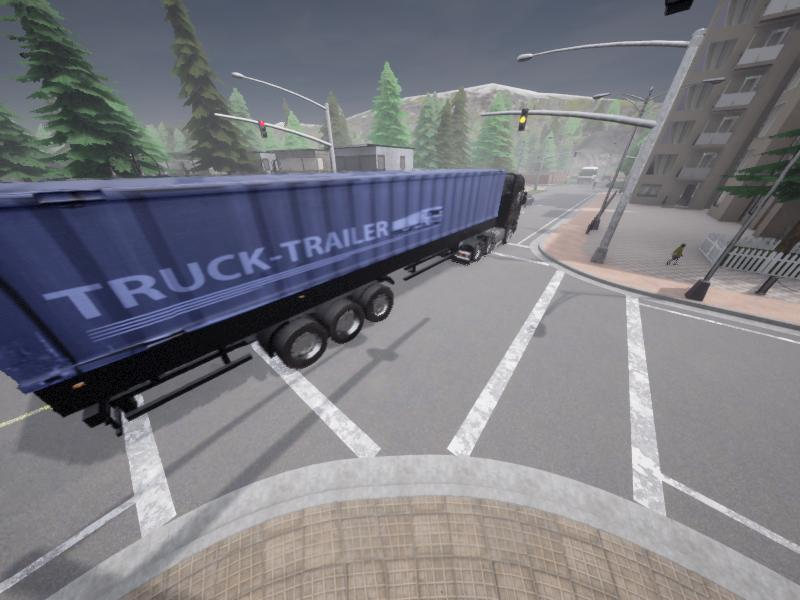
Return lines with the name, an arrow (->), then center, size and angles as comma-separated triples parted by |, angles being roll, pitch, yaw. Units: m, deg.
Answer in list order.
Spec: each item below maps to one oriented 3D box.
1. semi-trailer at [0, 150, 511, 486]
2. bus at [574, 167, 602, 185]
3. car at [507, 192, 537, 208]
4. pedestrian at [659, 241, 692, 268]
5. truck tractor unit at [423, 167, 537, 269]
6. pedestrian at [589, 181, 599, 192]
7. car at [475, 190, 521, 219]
semi-trailer -> -0.629, -2.152, 7.875 | 2.717, 4.402, 14.254 | 24, 38, 35
bus -> 53.958, -35.694, 66.140 | 3.944, 4.253, 10.273 | 24, 38, 35
car -> 15.349, -12.575, 28.979 | 1.994, 1.385, 4.181 | 24, 38, 35
pedestrian -> 12.862, -2.118, 10.802 | 0.500, 1.100, 0.500 | 16, 34, 25
truck tractor unit -> 4.589, -5.045, 13.076 | 3.053, 4.208, 6.516 | 24, 38, 35
pedestrian -> 36.958, -21.537, 43.961 | 0.751, 1.860, 0.751 | 24, 38, 36
car -> 10.071, -9.866, 23.608 | 2.150, 2.045, 5.566 | 24, 38, 35
